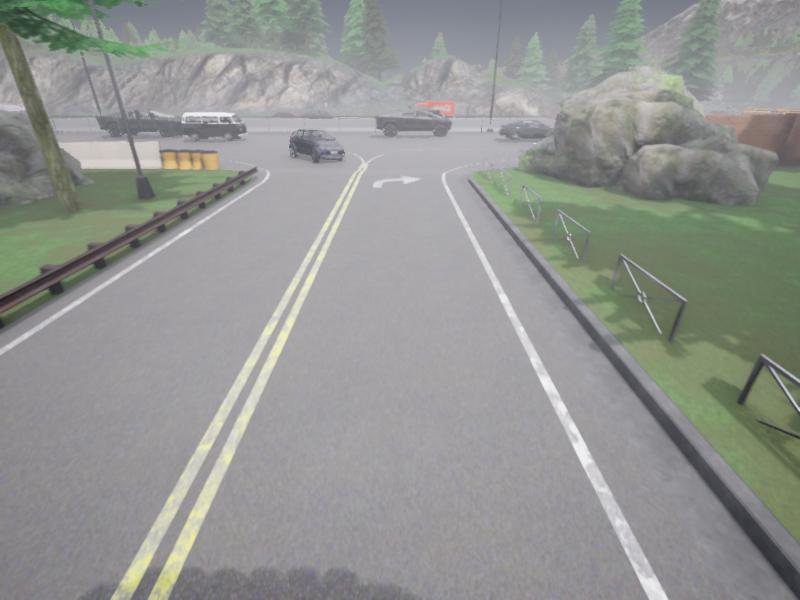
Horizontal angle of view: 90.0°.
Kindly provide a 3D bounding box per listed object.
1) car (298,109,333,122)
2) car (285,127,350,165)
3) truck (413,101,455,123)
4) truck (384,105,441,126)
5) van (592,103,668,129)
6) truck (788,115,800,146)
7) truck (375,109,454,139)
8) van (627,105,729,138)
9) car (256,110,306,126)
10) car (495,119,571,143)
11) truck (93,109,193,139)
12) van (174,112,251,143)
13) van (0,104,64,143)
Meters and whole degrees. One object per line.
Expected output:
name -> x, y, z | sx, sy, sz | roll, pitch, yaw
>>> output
car -> -10.938, -23.978, 52.040 | 4.193, 1.474, 1.816 | 0, 27, -1
car -> -4.480, -8.349, 21.574 | 1.789, 1.549, 3.705 | -18, 32, -36
truck -> 4.340, -24.499, 51.994 | 5.204, 2.467, 2.627 | 0, 27, -1
truck -> 1.356, -21.112, 45.798 | 6.274, 2.098, 2.390 | 0, 27, 0
van -> 24.519, -19.794, 42.898 | 6.366, 2.431, 2.351 | 0, 27, -1
truck -> 32.583, -12.450, 27.103 | 8.468, 3.827, 2.891 | 0, 27, -1
truck -> 1.121, -14.714, 33.363 | 6.274, 2.098, 2.390 | 0, 27, -1
van -> 23.093, -14.980, 33.539 | 6.366, 2.431, 2.351 | 0, 27, -1
car -> -13.525, -20.790, 45.771 | 5.008, 1.535, 1.882 | 0, 27, -1
car -> 10.006, -12.900, 30.487 | 4.902, 1.511, 2.128 | 0, 27, -1
truck -> -21.108, -14.593, 33.105 | 6.274, 2.098, 2.390 | 0, 27, -1
van -> -13.958, -13.006, 30.090 | 4.480, 2.038, 2.069 | 0, 27, -1
van -> -29.246, -13.142, 29.796 | 5.915, 2.561, 1.988 | 0, 27, -1
